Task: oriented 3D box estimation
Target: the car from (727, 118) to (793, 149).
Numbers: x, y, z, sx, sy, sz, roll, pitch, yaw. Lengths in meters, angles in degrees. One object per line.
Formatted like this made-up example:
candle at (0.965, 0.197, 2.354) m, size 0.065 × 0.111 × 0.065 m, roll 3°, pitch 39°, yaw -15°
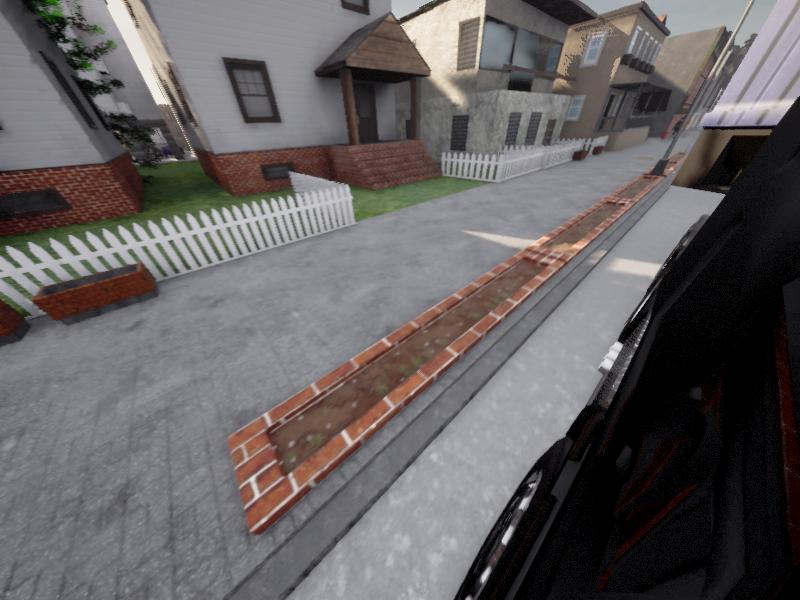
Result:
car at (26.877, -12.627, 17.478) m, size 5.238 × 1.638 × 1.930 m, roll -30°, pitch 45°, yaw -31°

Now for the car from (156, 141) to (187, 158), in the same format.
car at (-28.423, -18.821, 28.890) m, size 1.845 × 1.501 × 3.633 m, roll -21°, pitch 41°, yaw -23°

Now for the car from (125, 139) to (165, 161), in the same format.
car at (-30.508, -18.130, 27.810) m, size 1.905 × 1.878 × 3.866 m, roll -21°, pitch 41°, yaw -23°

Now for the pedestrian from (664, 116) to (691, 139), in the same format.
pedestrian at (27.999, -17.365, 23.313) m, size 0.751 × 1.860 × 0.751 m, roll -12°, pitch 38°, yaw -12°

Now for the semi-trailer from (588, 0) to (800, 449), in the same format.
semi-trailer at (10.028, -1.891, 1.868) m, size 14.254 × 4.402 × 2.717 m, roll -7°, pitch 36°, yaw -6°

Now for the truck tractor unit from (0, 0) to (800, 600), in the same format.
truck tractor unit at (2.645, -0.295, 0.351) m, size 6.516 × 4.208 × 3.053 m, roll -28°, pitch 44°, yaw -30°
